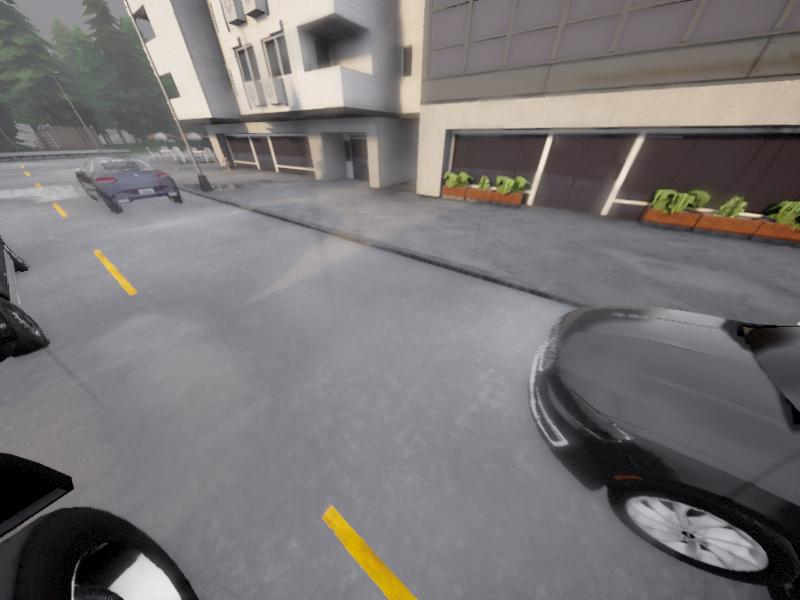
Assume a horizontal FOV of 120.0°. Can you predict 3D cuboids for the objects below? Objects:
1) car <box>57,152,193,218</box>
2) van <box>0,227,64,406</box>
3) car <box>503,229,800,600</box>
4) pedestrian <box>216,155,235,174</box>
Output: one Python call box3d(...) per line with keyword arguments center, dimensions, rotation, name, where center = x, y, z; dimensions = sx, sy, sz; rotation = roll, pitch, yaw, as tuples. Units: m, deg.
box3d(center=(-10.960, -4.777, 9.206), dimensions=(5.027, 1.651, 2.152), rotation=(22, 41, 28), name="car")
box3d(center=(-6.838, -0.667, 2.612), dimensions=(5.915, 2.561, 1.988), rotation=(22, 40, 28), name="van")
box3d(center=(3.429, 1.122, 1.055), dimensions=(4.892, 1.490, 1.837), rotation=(22, 41, 28), name="car")
box3d(center=(-11.918, -9.255, 15.791), dimensions=(0.500, 1.100, 0.500), rotation=(10, 36, 14), name="pedestrian")
